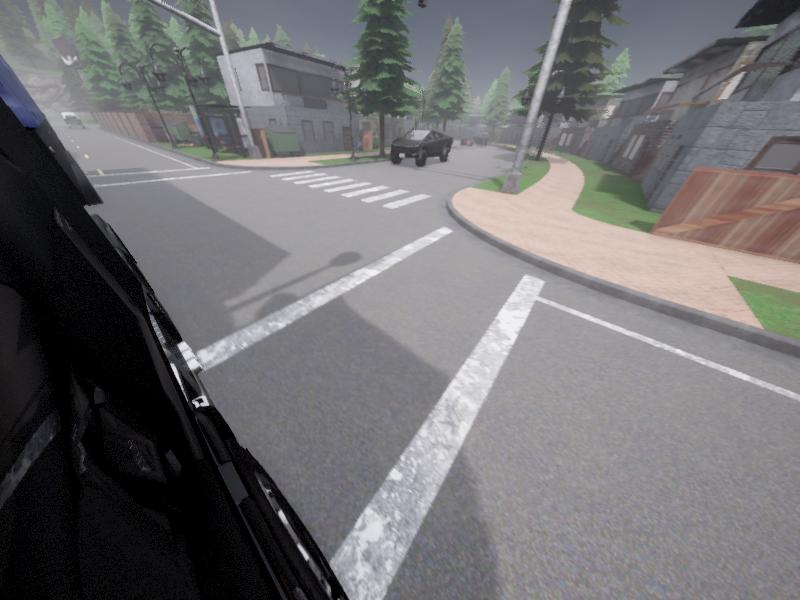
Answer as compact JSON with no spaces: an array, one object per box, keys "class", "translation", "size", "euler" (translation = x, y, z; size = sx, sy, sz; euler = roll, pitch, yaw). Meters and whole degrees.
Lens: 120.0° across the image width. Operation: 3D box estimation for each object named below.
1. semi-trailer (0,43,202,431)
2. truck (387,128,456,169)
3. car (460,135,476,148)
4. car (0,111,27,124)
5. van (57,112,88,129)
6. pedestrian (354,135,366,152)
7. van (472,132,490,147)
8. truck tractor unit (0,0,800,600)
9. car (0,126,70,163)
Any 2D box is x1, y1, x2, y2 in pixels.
[{"class":"semi-trailer","translation":[-8.700,-3.601,4.230],"size":[14.254,4.402,2.717],"euler":[28,44,30]},{"class":"truck","translation":[1.789,-11.405,17.245],"size":[2.390,2.098,6.274],"euler":[22,41,23]},{"class":"car","translation":[11.007,-25.866,37.653],"size":[1.845,1.501,3.633],"euler":[5,37,3]},{"class":"car","translation":[-67.569,-30.597,38.716],"size":[2.242,1.667,4.611],"euler":[16,39,17]},{"class":"van","translation":[-53.312,-29.198,37.624],"size":[4.480,2.038,2.069],"euler":[28,44,30]},{"class":"pedestrian","translation":[-3.749,-14.659,21.621],"size":[0.751,1.300,0.751],"euler":[25,42,27]},{"class":"van","translation":[14.995,-29.839,42.843],"size":[1.775,1.987,4.442],"euler":[3,37,0]},{"class":"truck tractor unit","translation":[-2.645,-0.295,0.352],"size":[6.516,4.208,3.053],"euler":[28,44,30]},{"class":"car","translation":[-20.816,-8.827,12.998],"size":[4.181,1.385,1.994],"euler":[28,44,30]}]
